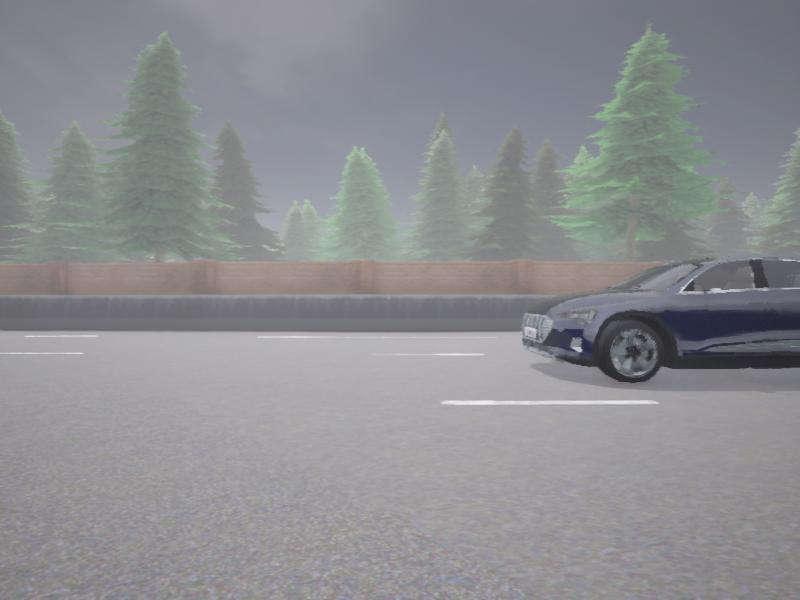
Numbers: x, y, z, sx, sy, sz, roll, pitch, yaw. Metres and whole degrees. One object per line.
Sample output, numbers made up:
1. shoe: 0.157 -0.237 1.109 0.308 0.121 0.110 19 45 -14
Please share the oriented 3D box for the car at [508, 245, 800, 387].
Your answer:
1. car: 4.273 0.190 5.746 4.856 1.649 2.033 0 0 -2
